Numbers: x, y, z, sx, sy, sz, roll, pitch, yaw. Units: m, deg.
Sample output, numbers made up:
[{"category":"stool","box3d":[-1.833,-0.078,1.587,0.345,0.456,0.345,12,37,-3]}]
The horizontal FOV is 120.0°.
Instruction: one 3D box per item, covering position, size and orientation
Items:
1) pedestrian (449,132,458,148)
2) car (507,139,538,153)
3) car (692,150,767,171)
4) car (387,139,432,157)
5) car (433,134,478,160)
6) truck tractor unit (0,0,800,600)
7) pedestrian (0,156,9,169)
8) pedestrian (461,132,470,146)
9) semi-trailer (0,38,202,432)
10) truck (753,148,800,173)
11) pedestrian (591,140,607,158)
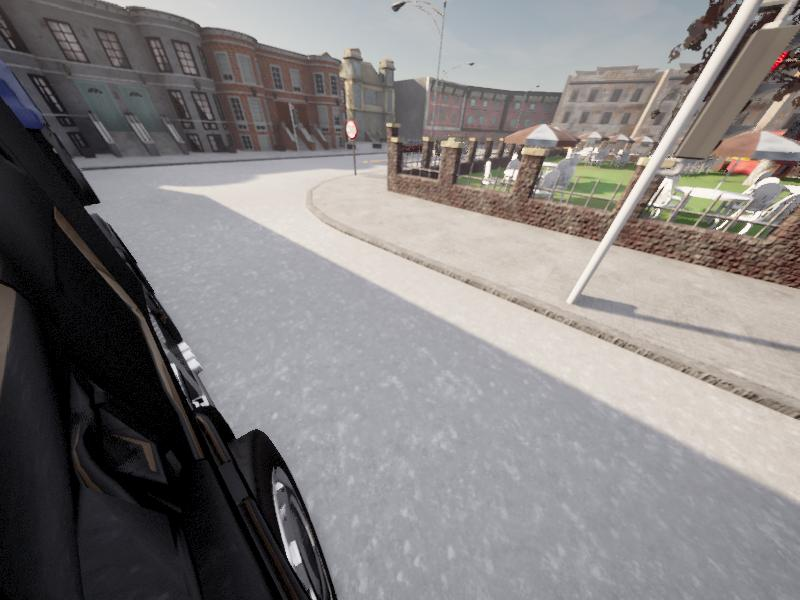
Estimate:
[{"category":"pedestrian","box3d":[7.740,-23.159,33.402,0.751,1.860,0.751,-29,47,-35]},{"category":"car","box3d":[17.765,-22.328,33.524,3.806,1.475,1.970,-22,43,-30]},{"category":"car","box3d":[36.742,-15.764,26.027,4.514,1.525,2.007,29,44,30]},{"category":"car","box3d":[1.013,-15.149,22.913,1.895,1.301,4.718,28,44,30]},{"category":"car","box3d":[5.383,-14.686,22.108,1.932,1.855,4.605,28,43,30]},{"category":"truck tractor unit","box3d":[-2.645,-0.295,0.352,6.516,4.208,3.053,28,44,30]},{"category":"pedestrian","box3d":[-17.091,-6.277,9.111,0.751,1.860,0.751,-27,46,-34]},{"category":"pedestrian","box3d":[10.683,-26.108,37.547,0.751,1.860,0.751,-20,43,-28]},{"category":"semi-trailer","box3d":[-8.719,-3.600,4.193,14.254,4.402,2.717,28,43,29]},{"category":"truck","box3d":[44.487,-14.993,25.056,6.274,2.098,2.390,27,43,29]},{"category":"pedestrian","box3d":[24.640,-18.667,28.574,0.751,1.860,0.751,27,43,28]}]
